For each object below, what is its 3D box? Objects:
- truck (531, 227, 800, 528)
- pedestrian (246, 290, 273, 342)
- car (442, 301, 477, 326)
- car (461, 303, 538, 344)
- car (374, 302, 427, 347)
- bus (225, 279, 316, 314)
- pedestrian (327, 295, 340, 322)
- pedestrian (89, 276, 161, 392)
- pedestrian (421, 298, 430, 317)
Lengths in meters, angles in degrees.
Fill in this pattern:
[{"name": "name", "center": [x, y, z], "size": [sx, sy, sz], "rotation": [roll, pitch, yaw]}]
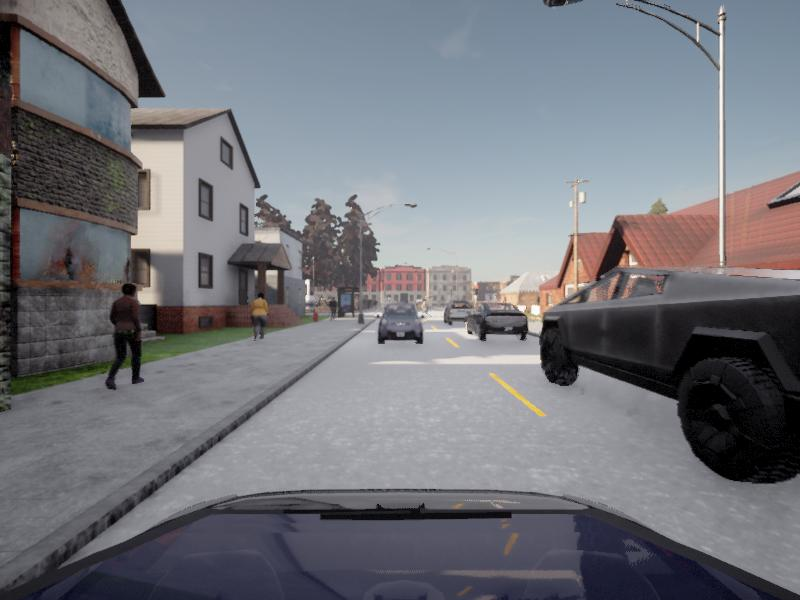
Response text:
[{"name": "truck", "center": [4.006, 0.556, 5.497], "size": [2.390, 2.098, 6.274], "rotation": [0, 0, 0]}, {"name": "pedestrian", "center": [-5.184, 0.569, 14.781], "size": [0.751, 1.860, 0.751], "rotation": [0, 0, 0]}, {"name": "car", "center": [4.005, 0.853, 27.359], "size": [1.851, 1.617, 3.988], "rotation": [0, 0, 1]}, {"name": "car", "center": [4.025, 0.874, 17.194], "size": [2.128, 1.511, 4.902], "rotation": [0, -1, 0]}, {"name": "car", "center": [0.017, 0.863, 15.658], "size": [1.845, 1.501, 3.633], "rotation": [0, 0, 0]}, {"name": "bus", "center": [-16.122, -0.415, 50.473], "size": [10.273, 4.253, 3.944], "rotation": [0, 0, -2]}, {"name": "pedestrian", "center": [-4.730, 0.592, 28.423], "size": [0.751, 1.860, 0.751], "rotation": [0, 0, 4]}, {"name": "pedestrian", "center": [-4.676, 0.551, 6.856], "size": [0.751, 1.860, 0.751], "rotation": [0, 0, -5]}, {"name": "pedestrian", "center": [2.453, 0.728, 38.575], "size": [0.751, 1.860, 0.751], "rotation": [0, 0, -1]}]
